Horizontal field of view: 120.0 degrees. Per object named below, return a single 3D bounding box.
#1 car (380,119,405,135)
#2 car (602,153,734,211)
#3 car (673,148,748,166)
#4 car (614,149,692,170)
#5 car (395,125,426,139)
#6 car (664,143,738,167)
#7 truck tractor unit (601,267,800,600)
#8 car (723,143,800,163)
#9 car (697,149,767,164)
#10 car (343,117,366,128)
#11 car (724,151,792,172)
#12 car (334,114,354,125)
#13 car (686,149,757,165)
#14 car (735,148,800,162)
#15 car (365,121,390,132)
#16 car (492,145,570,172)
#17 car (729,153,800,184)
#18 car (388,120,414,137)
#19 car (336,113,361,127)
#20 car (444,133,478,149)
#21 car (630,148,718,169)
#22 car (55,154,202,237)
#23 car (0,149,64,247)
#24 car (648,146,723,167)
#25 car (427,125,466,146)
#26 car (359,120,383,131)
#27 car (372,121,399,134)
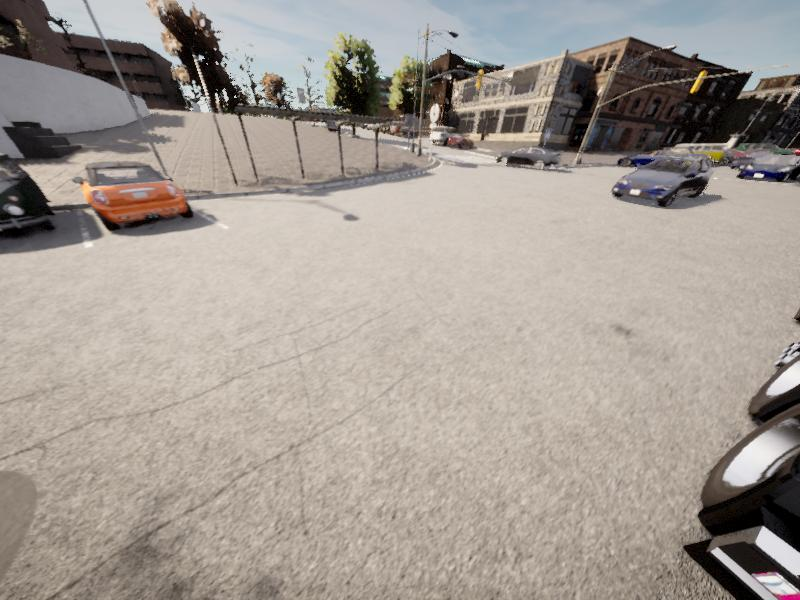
[{"bbox_3d":[-1.359,-30.712,41.103,1.878,1.987,4.442,31,44,27],"label":"car"},{"bbox_3d":[10.599,-4.840,9.207,4.193,1.474,1.816,-18,40,-22],"label":"car"},{"bbox_3d":[35.307,-16.510,26.568,2.231,1.521,4.892,-29,43,-36],"label":"car"},{"bbox_3d":[24.339,-13.714,22.463,4.792,1.488,2.163,28,43,35],"label":"car"},{"bbox_3d":[1.749,-27.157,37.383,2.231,1.521,4.892,30,43,28],"label":"car"},{"bbox_3d":[32.649,-15.947,25.323,4.442,1.987,1.878,29,43,36],"label":"car"},{"bbox_3d":[5.114,-0.299,0.754,6.516,4.208,3.053,-18,40,-24],"label":"truck tractor unit"},{"bbox_3d":[49.168,-20.082,31.443,2.435,2.045,5.566,-27,42,-35],"label":"car"},{"bbox_3d":[40.822,-17.854,28.641,2.002,1.452,4.674,-28,43,-35],"label":"car"},{"bbox_3d":[-10.438,-40.921,53.195,1.946,1.575,5.366,29,43,27],"label":"car"},{"bbox_3d":[33.236,-12.919,21.464,5.357,1.411,2.033,-15,37,-21],"label":"car"},{"bbox_3d":[-13.710,-44.342,56.891,2.185,1.767,4.553,29,43,27],"label":"car"},{"bbox_3d":[38.062,-17.165,27.614,2.002,1.452,4.674,-29,43,-35],"label":"car"},{"bbox_3d":[51.933,-20.533,32.569,2.097,1.535,5.008,-27,42,-35],"label":"car"},{"bbox_3d":[-4.371,-33.982,45.278,2.002,1.452,4.674,30,44,27],"label":"car"},{"bbox_3d":[10.433,-11.620,18.805,2.128,1.511,4.902,-27,45,-34],"label":"car"},{"bbox_3d":[25.251,-8.914,15.512,4.792,1.488,2.163,-15,38,-21],"label":"car"},{"bbox_3d":[0.176,-28.997,39.135,1.878,1.987,4.442,30,44,27],"label":"car"},{"bbox_3d":[-12.109,-42.726,54.854,2.435,2.045,5.566,30,43,26],"label":"car"},{"bbox_3d":[7.877,-20.284,29.555,2.002,1.452,4.674,30,43,27],"label":"car"},{"bbox_3d":[27.232,-14.300,23.270,5.366,1.575,1.946,29,43,35],"label":"car"},{"bbox_3d":[-9.132,-3.777,7.798,4.553,1.767,2.185,25,42,32],"label":"car"},{"bbox_3d":[-11.665,-2.988,6.442,4.442,1.987,1.878,25,41,32],"label":"car"},{"bbox_3d":[29.807,-15.209,24.403,4.553,1.767,2.185,29,43,36],"label":"car"},{"bbox_3d":[6.382,-22.235,31.357,2.435,2.045,5.566,30,43,27],"label":"car"},{"bbox_3d":[-5.921,-35.693,47.239,2.002,1.452,4.674,30,43,27],"label":"car"},{"bbox_3d":[-2.722,-32.382,43.404,1.946,1.575,5.366,30,43,27],"label":"car"}]
